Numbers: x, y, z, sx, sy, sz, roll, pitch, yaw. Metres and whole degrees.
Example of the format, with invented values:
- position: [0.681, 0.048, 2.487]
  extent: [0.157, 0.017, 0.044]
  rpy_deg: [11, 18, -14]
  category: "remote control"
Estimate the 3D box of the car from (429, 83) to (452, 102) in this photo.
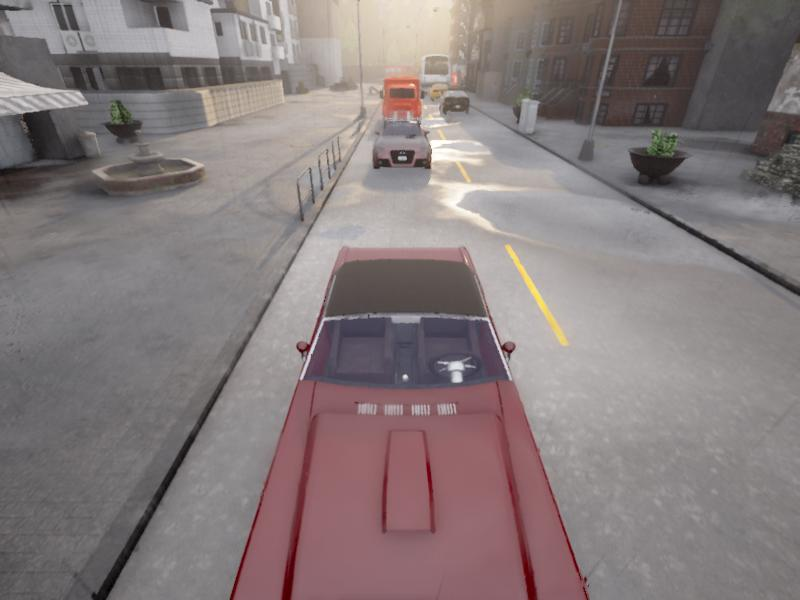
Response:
- position: [4.166, -21.827, 41.942]
  extent: [1.882, 1.535, 5.008]
  rpy_deg: [0, 30, 0]
  category: "car"

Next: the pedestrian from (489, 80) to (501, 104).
- position: [8.525, -18.708, 36.019]
  extent: [0.751, 1.860, 0.751]
  rpy_deg: [0, 30, 0]
  category: "pedestrian"

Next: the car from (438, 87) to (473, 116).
- position: [4.132, -15.303, 30.651]
  extent: [1.930, 1.638, 5.238]
  rpy_deg: [0, 30, 0]
  category: "car"

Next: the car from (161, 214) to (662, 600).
- position: [0.050, 0.576, 3.761]
  extent: [1.895, 1.301, 4.718]
  rpy_deg: [0, 30, 0]
  category: "car"

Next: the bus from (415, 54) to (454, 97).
- position: [4.076, -28.305, 50.358]
  extent: [3.944, 4.253, 10.273]
  rpy_deg: [0, 30, 0]
  category: "bus"

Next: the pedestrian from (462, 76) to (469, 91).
- position: [9.044, -30.090, 55.539]
  extent: [0.751, 1.860, 0.751]
  rpy_deg: [1, 30, 2]
  category: "pedestrian"

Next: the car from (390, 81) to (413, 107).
- position: [0.148, -18.420, 35.749]
  extent: [1.905, 1.878, 3.866]
  rpy_deg: [0, 30, 0]
  category: "car"

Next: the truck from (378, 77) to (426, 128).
- position: [0.114, -12.182, 24.489]
  extent: [2.627, 2.467, 5.204]
  rpy_deg: [0, 30, 0]
  category: "truck"

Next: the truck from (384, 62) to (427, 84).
- position: [1.082, -46.367, 81.746]
  extent: [8.468, 3.827, 2.891]
  rpy_deg: [0, 30, 0]
  category: "truck"

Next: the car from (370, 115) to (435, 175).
- position: [0.084, -5.707, 14.465]
  extent: [1.994, 1.385, 4.181]
  rpy_deg: [0, 30, 0]
  category: "car"

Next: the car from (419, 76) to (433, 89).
- position: [4.165, -35.618, 65.502]
  extent: [2.033, 1.649, 4.856]
  rpy_deg: [0, 30, 1]
  category: "car"
